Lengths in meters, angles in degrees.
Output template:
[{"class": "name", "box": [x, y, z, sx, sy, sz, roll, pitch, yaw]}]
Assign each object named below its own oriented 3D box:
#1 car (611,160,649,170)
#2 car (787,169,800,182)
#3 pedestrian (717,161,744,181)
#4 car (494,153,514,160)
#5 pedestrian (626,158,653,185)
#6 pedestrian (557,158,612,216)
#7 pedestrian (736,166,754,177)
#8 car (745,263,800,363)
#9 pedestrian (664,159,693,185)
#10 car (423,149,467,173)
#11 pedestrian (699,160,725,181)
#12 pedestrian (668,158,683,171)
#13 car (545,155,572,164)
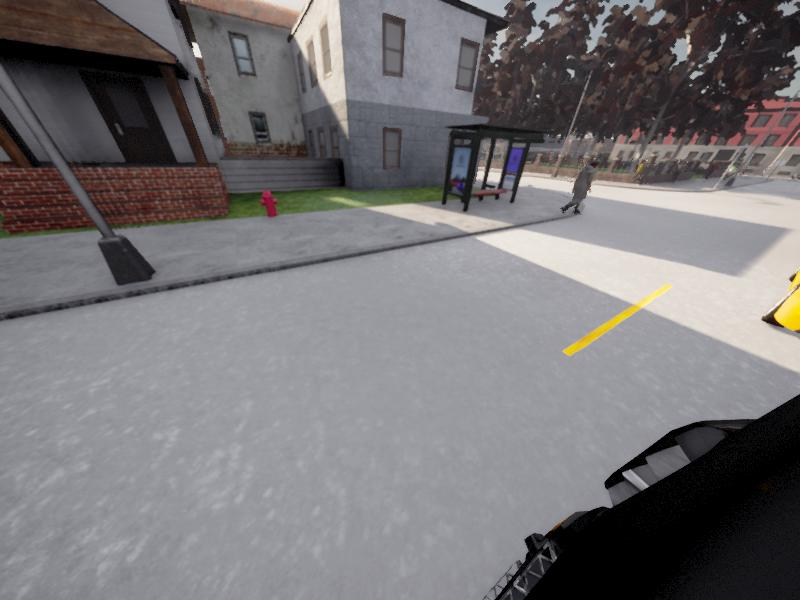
[{"class": "car", "box": [46.750, -27.573, 47.115, 2.128, 1.511, 4.902, -16, 38, -26]}, {"class": "car", "box": [60.761, -18.174, 33.867, 1.789, 1.549, 3.705, -16, 38, -26]}, {"class": "pedestrian", "box": [36.024, -14.033, 25.212, 0.751, 1.860, 0.751, -13, 37, -22]}, {"class": "car", "box": [31.152, -43.028, 69.220, 2.033, 1.411, 5.357, -16, 38, -26]}, {"class": "pedestrian", "box": [19.553, -10.514, 18.905, 0.751, 1.860, 0.751, -24, 42, -34]}, {"class": "pedestrian", "box": [6.879, -4.247, 8.725, 0.751, 1.860, 0.751, 7, 34, 7]}, {"class": "pedestrian", "box": [50.211, -18.713, 33.612, 0.751, 1.300, 0.751, -9, 35, -16]}, {"class": "car", "box": [7.588, -0.219, 3.288, 5.008, 1.535, 1.882, -16, 38, -26]}, {"class": "pedestrian", "box": [24.407, -11.219, 20.268, 0.751, 1.860, 0.751, -18, 39, -27]}, {"class": "car", "box": [4.645, -14.939, 24.769, 1.932, 1.855, 4.605, -16, 38, -26]}, {"class": "pedestrian", "box": [34.103, -14.151, 25.266, 0.751, 1.860, 0.751, -16, 38, -26]}, {"class": "pedestrian", "box": [47.053, -23.083, 39.432, 0.751, 1.860, 0.751, -20, 40, -30]}, {"class": "car", "box": [39.363, -34.985, 57.531, 1.930, 1.638, 5.238, -16, 38, -26]}]
